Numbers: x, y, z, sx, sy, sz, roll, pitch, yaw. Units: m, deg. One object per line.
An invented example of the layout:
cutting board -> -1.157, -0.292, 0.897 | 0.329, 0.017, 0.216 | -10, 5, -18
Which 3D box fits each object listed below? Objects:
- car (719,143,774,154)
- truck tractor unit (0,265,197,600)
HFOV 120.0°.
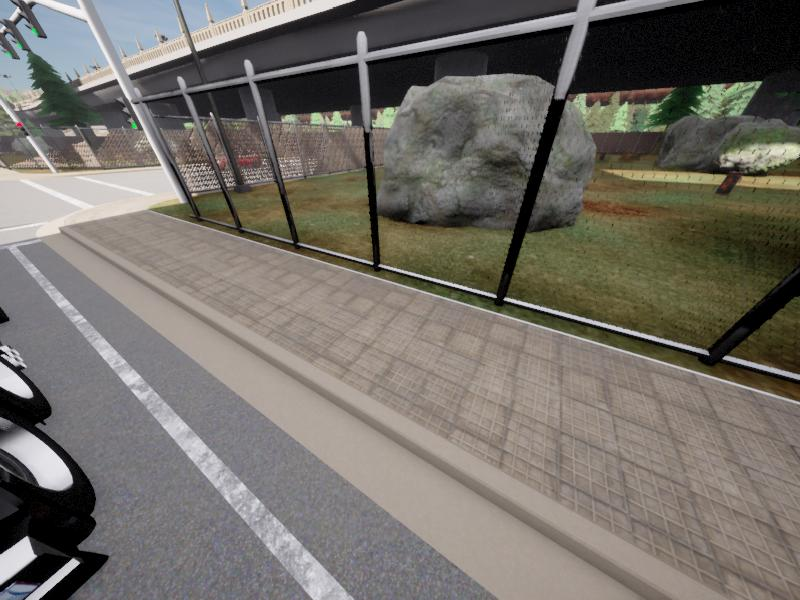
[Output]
car -> 59.891, -26.298, 40.093 | 4.892, 1.490, 1.837 | 19, 39, 25
truck tractor unit -> -5.113, -0.299, 0.777 | 6.516, 4.208, 3.053 | 18, 39, 24
